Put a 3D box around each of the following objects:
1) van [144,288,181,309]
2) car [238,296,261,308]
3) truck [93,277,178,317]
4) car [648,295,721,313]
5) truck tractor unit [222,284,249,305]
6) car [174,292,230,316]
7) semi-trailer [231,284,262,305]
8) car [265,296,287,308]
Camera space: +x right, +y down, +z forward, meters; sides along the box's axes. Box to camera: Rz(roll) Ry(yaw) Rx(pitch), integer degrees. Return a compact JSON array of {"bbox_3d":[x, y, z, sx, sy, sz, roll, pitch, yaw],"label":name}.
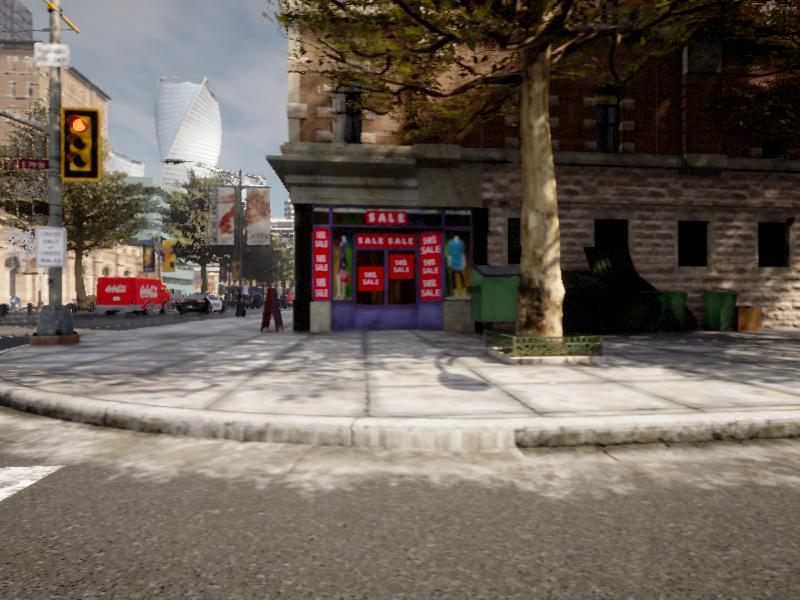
[{"bbox_3d":[-31.582,-0.190,53.444,1.988,2.561,5.915,0,0,-5],"label":"van"},{"bbox_3d":[-20.026,0.259,53.410,1.851,1.617,3.988,0,0,-5],"label":"car"},{"bbox_3d":[-17.561,-0.194,26.973,2.627,2.467,5.204,0,0,-5],"label":"truck"},{"bbox_3d":[23.591,0.287,33.504,2.033,1.411,5.357,0,0,-5],"label":"car"},{"bbox_3d":[-33.613,-1.008,81.963,3.053,4.208,6.516,0,0,-4],"label":"truck tractor unit"},{"bbox_3d":[-14.248,0.269,29.173,2.038,1.542,4.974,0,0,-5],"label":"car"},{"bbox_3d":[-34.285,-1.098,89.845,2.717,4.402,14.254,0,0,-5],"label":"semi-trailer"},{"bbox_3d":[-16.536,0.289,53.659,1.882,1.535,5.008,0,0,-5],"label":"car"}]
